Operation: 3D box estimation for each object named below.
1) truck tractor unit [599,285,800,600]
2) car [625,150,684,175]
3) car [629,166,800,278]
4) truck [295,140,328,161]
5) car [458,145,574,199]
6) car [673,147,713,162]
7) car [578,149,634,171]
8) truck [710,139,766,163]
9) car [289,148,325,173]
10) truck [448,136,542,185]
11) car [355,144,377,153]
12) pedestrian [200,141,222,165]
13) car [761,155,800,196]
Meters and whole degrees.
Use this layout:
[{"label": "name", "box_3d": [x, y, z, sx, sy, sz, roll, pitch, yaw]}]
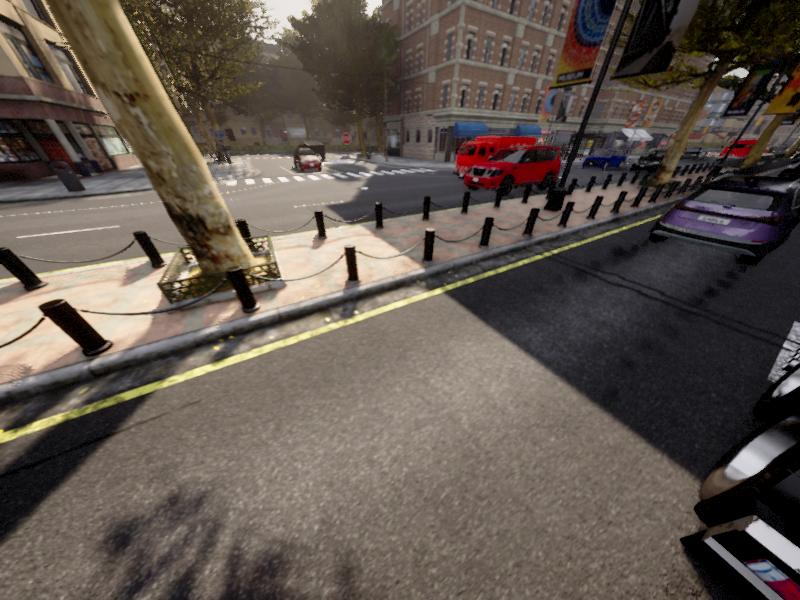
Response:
[{"label": "truck tractor unit", "box_3d": [5.143, -0.268, 0.730, 6.516, 4.208, 3.053, -17, 38, -22]}, {"label": "car", "box_3d": [21.879, -11.920, 19.892, 3.988, 1.617, 1.851, -18, 39, -25]}, {"label": "car", "box_3d": [8.718, -2.310, 5.963, 4.856, 1.649, 2.033, -18, 39, -25]}, {"label": "truck", "box_3d": [-11.775, -19.821, 30.535, 2.390, 2.098, 6.274, -19, 39, -25]}, {"label": "car", "box_3d": [6.071, -6.895, 12.161, 5.566, 2.045, 2.150, -18, 39, -25]}, {"label": "car", "box_3d": [41.243, -20.572, 32.543, 4.974, 1.542, 2.038, -18, 39, -25]}, {"label": "car", "box_3d": [19.839, -13.534, 22.253, 5.008, 1.535, 1.882, -18, 39, -24]}, {"label": "truck", "box_3d": [44.827, -19.824, 30.669, 5.204, 2.467, 2.627, -18, 39, -24]}, {"label": "car", "box_3d": [-8.041, -12.094, 19.898, 1.851, 1.617, 3.988, -17, 39, -24]}, {"label": "truck", "box_3d": [6.204, -9.426, 15.421, 5.204, 2.467, 2.627, -18, 39, -24]}, {"label": "car", "box_3d": [-7.187, -32.022, 48.734, 4.181, 1.385, 1.994, -18, 39, -24]}, {"label": "pedestrian", "box_3d": [-18.168, -14.131, 22.211, 0.751, 1.860, 0.751, 6, 35, 7]}, {"label": "car", "box_3d": [22.555, -6.869, 12.611, 5.238, 1.638, 1.930, -18, 39, -24]}]
